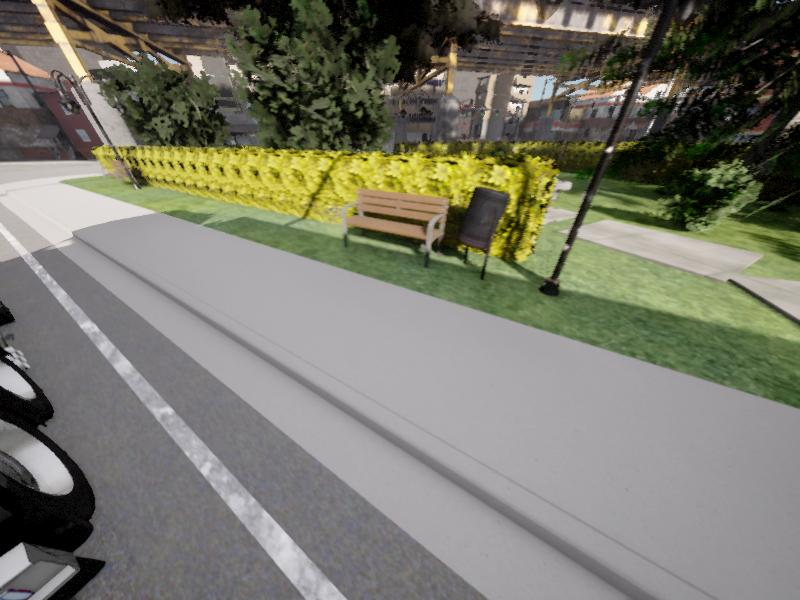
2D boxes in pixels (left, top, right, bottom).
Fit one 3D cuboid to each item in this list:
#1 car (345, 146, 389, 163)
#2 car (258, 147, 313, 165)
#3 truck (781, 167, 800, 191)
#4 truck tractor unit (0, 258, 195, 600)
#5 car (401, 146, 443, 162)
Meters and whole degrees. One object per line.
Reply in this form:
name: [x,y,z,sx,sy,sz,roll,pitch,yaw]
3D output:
car: [-4.043,-18.066,28.644,5.027,1.651,2.152,-8,36,-11]
car: [-13.070,-16.772,26.829,5.238,1.638,1.930,-8,36,-11]
truck: [22.679,-5.353,9.720,2.390,2.098,6.274,-8,36,-11]
truck tractor unit: [-5.104,-0.306,0.804,6.516,4.208,3.053,19,39,25]
car: [2.831,-19.044,30.083,4.974,1.542,2.038,-8,36,-11]
